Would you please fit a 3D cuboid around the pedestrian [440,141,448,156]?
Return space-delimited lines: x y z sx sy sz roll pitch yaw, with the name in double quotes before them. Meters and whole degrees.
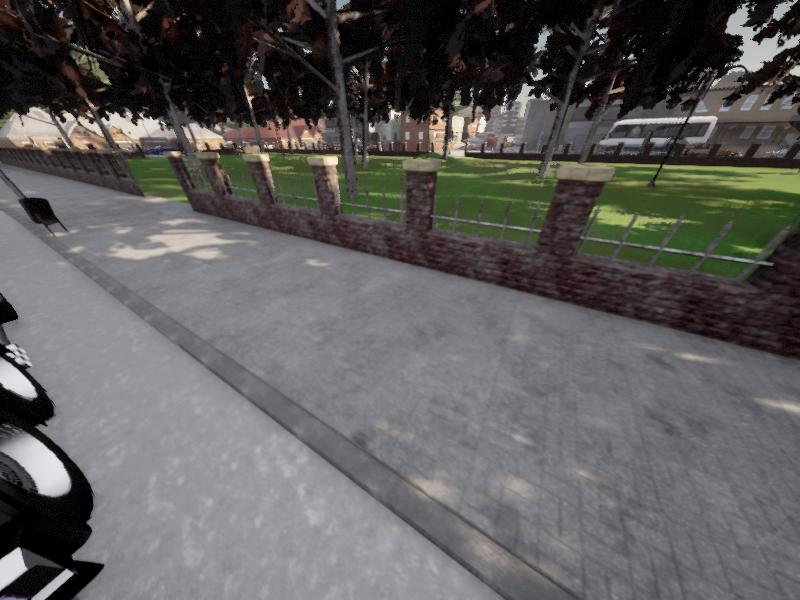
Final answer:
"pedestrian" 6.725 -23.336 35.603 0.751 1.860 0.751 26 43 33

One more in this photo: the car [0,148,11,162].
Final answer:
"car" -57.203 -19.361 30.996 1.837 1.490 4.892 28 43 33

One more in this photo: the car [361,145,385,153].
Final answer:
"car" -5.680 -31.736 48.493 4.718 1.301 1.895 20 40 27

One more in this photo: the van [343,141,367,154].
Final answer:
"van" -8.934 -30.531 46.187 4.442 1.987 1.775 17 38 23

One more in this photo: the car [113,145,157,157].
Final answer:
"car" -48.512 -27.453 42.389 2.242 1.667 4.611 19 39 25

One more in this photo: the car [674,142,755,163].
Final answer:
"car" 34.532 -16.417 25.641 4.605 1.855 1.932 17 38 24

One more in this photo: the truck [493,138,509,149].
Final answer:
"truck" 27.229 -42.207 62.211 2.627 2.467 5.204 18 39 24

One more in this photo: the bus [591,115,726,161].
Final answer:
"bus" 31.995 -20.758 29.811 10.273 4.253 3.944 19 39 25

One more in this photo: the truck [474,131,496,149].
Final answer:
"truck" 23.030 -43.113 62.370 2.891 3.827 8.468 19 39 25

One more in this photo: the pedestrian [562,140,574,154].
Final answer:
"pedestrian" 27.049 -24.601 37.244 0.751 1.860 0.751 8 36 12

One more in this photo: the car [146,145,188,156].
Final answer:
"car" -43.387 -27.971 43.201 1.882 1.535 5.008 18 39 24

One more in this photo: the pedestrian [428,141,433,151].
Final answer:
"pedestrian" 6.534 -32.624 48.928 0.751 1.860 0.751 -3 35 -3

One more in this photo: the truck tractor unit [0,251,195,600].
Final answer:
"truck tractor unit" -5.088 -0.323 0.808 6.516 4.208 3.053 19 39 25

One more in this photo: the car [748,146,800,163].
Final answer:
"car" 43.074 -16.105 25.490 4.674 1.442 1.812 19 39 25

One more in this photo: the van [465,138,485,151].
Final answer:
"van" 17.840 -37.188 55.128 2.351 2.431 6.366 20 40 26

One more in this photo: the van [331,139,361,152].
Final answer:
"van" -12.026 -34.507 51.537 6.366 2.431 2.351 18 39 24
